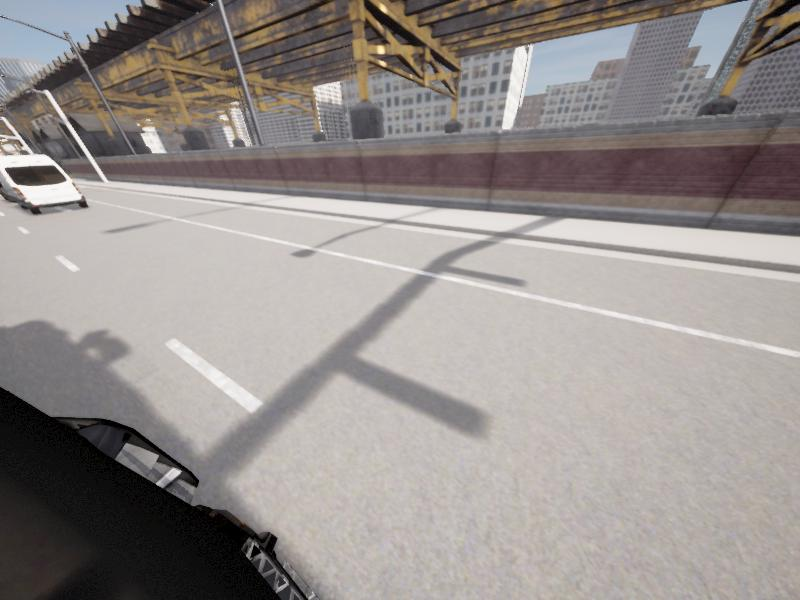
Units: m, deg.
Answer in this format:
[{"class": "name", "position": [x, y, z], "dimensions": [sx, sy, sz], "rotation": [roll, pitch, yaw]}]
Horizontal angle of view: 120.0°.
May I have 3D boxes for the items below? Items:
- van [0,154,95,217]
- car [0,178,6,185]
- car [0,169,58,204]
[{"class": "van", "position": [-20.053, -6.402, 12.723], "dimensions": [5.915, 2.561, 1.988], "rotation": [16, 38, 26]}, {"class": "car", "position": [-56.443, -16.505, 31.334], "dimensions": [5.027, 1.651, 2.152], "rotation": [16, 38, 26]}, {"class": "car", "position": [-26.958, -8.123, 16.387], "dimensions": [3.866, 1.878, 1.905], "rotation": [16, 38, 26]}]
